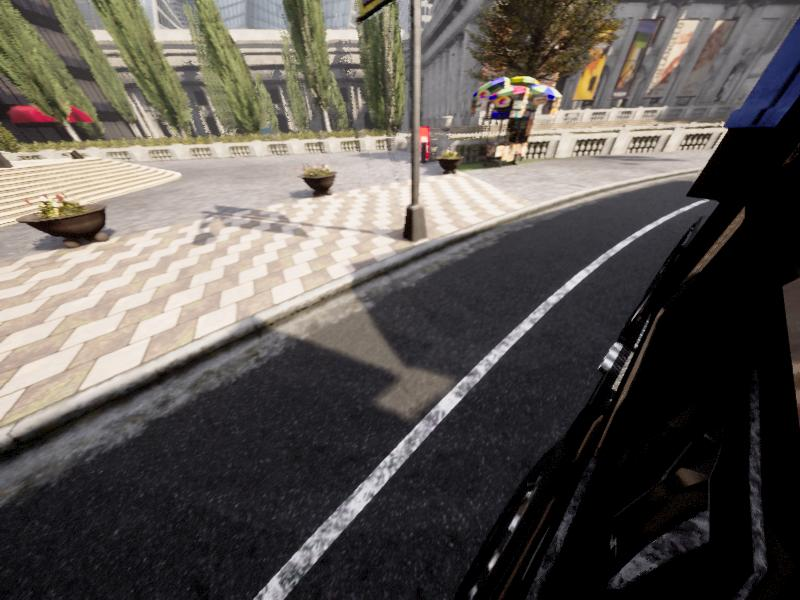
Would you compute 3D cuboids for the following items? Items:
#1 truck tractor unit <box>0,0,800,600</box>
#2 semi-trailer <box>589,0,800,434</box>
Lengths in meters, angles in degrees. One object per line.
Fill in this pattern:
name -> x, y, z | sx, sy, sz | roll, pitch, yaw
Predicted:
truck tractor unit -> 2.645, -0.295, 0.351 | 6.516, 4.208, 3.053 | -28, 44, -30
semi-trailer -> 9.324, -3.064, 3.523 | 14.254, 4.402, 2.717 | -20, 40, -22
